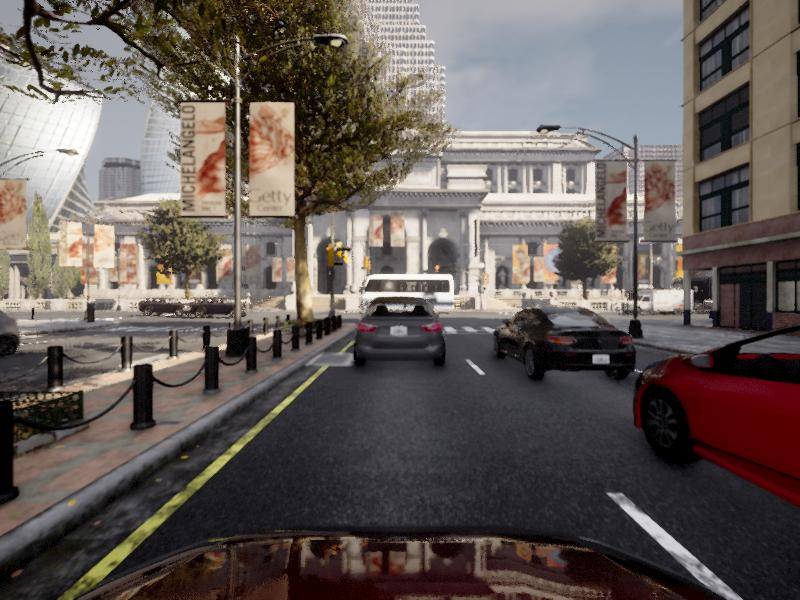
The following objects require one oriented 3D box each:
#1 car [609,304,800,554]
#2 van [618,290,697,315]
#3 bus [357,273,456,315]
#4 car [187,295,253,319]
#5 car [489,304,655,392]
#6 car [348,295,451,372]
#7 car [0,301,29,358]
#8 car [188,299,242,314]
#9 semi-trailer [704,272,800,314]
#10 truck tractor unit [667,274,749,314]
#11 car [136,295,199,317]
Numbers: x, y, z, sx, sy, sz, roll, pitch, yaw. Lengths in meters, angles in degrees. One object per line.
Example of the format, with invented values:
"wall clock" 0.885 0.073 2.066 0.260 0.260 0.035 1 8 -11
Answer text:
"car" 3.501 0.822 2.527 2.007 1.525 4.514 0 0 0
"van" 25.600 0.273 39.982 6.366 2.431 2.351 0 0 0
"bus" 0.689 -0.645 43.467 10.273 4.253 3.944 0 0 0
"car" -14.850 0.564 33.161 4.605 1.855 1.932 0 0 0
"car" 3.458 0.846 9.176 1.812 1.442 4.674 0 0 0
"car" 0.000 0.727 11.049 2.242 1.667 4.611 0 0 0
"car" -11.525 0.801 9.601 1.845 1.501 3.633 0 0 0
"car" -19.994 0.715 43.387 4.974 1.542 2.038 0 0 5
"semi-trailer" 41.292 -0.732 43.736 14.254 4.402 2.717 0 0 -2
"truck tractor unit" 33.381 -0.634 43.512 6.516 4.208 3.053 0 0 -1
"car" -21.275 0.549 36.688 4.605 1.855 1.932 1 0 0
